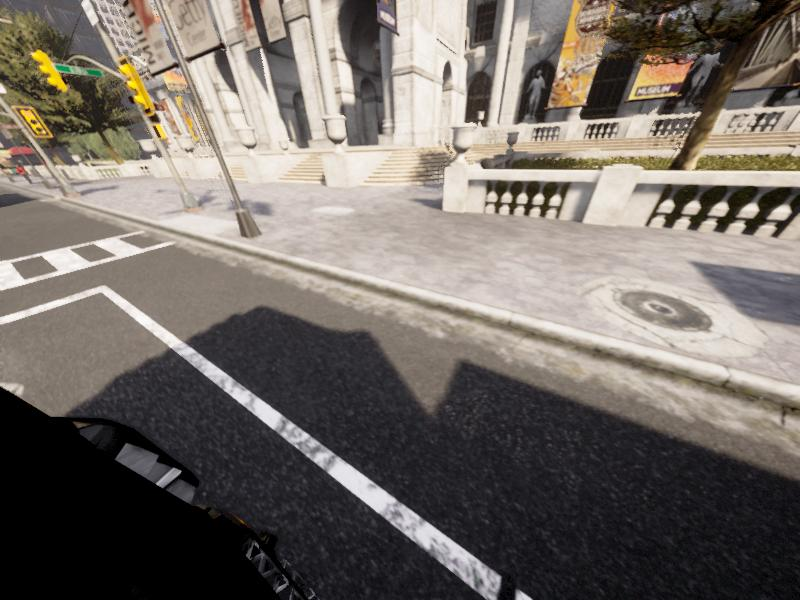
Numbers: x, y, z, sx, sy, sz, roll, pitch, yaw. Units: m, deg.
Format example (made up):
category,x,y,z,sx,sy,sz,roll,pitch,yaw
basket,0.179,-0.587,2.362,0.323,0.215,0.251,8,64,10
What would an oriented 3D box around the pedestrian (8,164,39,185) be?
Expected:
category,x,y,z,sx,sy,sz,roll,pitch,yaw
pedestrian,-39.162,-13.071,24.047,0.751,1.860,0.751,-27,41,-32
